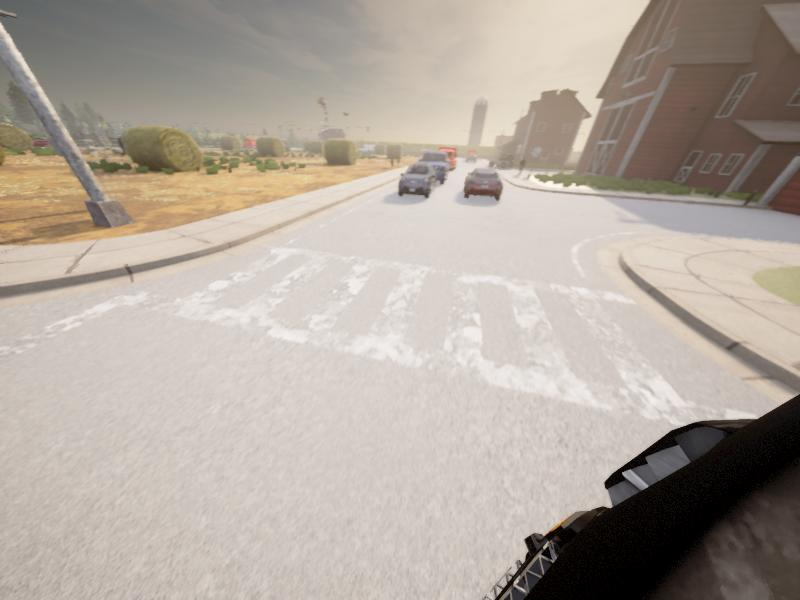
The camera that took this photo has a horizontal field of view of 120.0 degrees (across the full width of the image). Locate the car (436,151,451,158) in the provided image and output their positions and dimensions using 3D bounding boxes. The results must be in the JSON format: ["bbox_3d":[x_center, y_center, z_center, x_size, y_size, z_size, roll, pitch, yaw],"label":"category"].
[{"bbox_3d":[15.011,-50.136,79.538,4.974,1.542,2.038,10,34,11],"label":"car"}]

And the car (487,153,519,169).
[{"bbox_3d":[15.523,-21.126,35.073,1.905,1.878,3.866,-20,37,-21],"label":"car"}]

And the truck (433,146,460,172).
[{"bbox_3d":[5.839,-17.530,28.687,2.627,2.467,5.204,10,33,10],"label":"truck"}]

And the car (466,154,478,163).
[{"bbox_3d":[16.041,-31.635,51.543,2.152,1.651,5.027,10,34,10],"label":"car"}]

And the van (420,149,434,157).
[{"bbox_3d":[9.055,-49.394,77.571,4.480,2.038,2.069,10,34,11],"label":"van"}]

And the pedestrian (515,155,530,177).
[{"bbox_3d":[12.415,-13.632,23.498,0.751,1.860,0.751,9,34,9],"label":"pedestrian"}]

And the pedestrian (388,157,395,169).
[{"bbox_3d":[-0.900,-15.006,25.278,0.500,1.100,0.500,24,39,29],"label":"pedestrian"}]

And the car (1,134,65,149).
[{"bbox_3d":[-50.845,-22.038,32.181,1.816,1.474,4.193,12,34,13],"label":"car"}]

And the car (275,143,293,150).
[{"bbox_3d":[-35.874,-47.569,71.638,2.097,1.767,4.553,12,34,13],"label":"car"}]

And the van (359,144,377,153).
[{"bbox_3d":[-11.727,-55.344,84.536,5.915,2.561,1.988,10,34,11],"label":"van"}]

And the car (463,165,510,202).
[{"bbox_3d":[4.869,-6.950,13.560,1.994,1.385,4.181,9,34,11],"label":"car"}]

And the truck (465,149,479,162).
[{"bbox_3d":[18.179,-36.672,58.538,2.627,2.467,5.204,10,33,10],"label":"truck"}]

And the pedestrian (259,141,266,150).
[{"bbox_3d":[-34.631,-38.954,58.309,0.751,1.860,0.751,22,38,27],"label":"pedestrian"}]

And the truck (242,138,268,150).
[{"bbox_3d":[-39.164,-42.246,62.718,2.627,2.467,5.204,12,34,13],"label":"truck"}]

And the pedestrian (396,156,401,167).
[{"bbox_3d":[-0.179,-16.707,27.906,0.500,1.100,0.500,6,34,5],"label":"pedestrian"}]

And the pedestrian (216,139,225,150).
[{"bbox_3d":[-38.622,-33.507,49.771,0.751,1.860,0.751,9,34,10],"label":"pedestrian"}]

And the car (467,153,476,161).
[{"bbox_3d":[19.971,-40.261,64.970,2.038,1.542,4.974,10,34,10],"label":"car"}]

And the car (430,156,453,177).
[{"bbox_3d":[4.262,-13.717,23.620,1.789,1.549,3.705,10,34,10],"label":"car"}]

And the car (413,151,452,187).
[{"bbox_3d":[2.692,-10.425,18.075,2.150,2.045,5.566,10,34,10],"label":"car"}]

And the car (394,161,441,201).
[{"bbox_3d":[1.049,-6.642,12.690,1.845,1.501,3.633,9,34,10],"label":"car"}]
